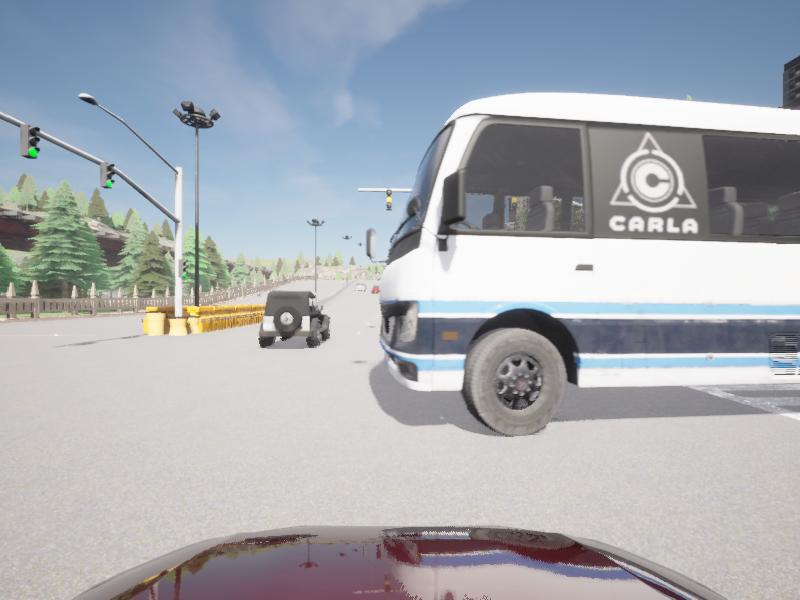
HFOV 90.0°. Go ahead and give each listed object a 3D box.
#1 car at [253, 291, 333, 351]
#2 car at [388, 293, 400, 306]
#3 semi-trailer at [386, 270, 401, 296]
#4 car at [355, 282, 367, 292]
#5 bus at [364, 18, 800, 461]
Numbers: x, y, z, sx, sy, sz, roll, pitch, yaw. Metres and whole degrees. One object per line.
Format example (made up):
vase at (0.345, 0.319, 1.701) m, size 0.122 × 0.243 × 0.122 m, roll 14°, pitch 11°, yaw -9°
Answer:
car at (-3.689, 0.646, 14.466) m, size 1.905 × 1.878 × 3.866 m, roll 0°, pitch 0°, yaw -1°
car at (-0.957, -0.159, 61.929) m, size 1.801 × 1.575 × 5.366 m, roll 0°, pitch 5°, yaw -1°
semi-trailer at (-1.309, -3.695, 81.090) m, size 2.717 × 4.402 × 14.254 m, roll 0°, pitch 7°, yaw -1°
car at (-8.399, -2.824, 85.578) m, size 2.152 × 1.651 × 5.027 m, roll 0°, pitch 7°, yaw -1°
bus at (4.659, -0.530, 6.381) m, size 10.273 × 4.253 × 3.944 m, roll 1°, pitch 0°, yaw -7°
